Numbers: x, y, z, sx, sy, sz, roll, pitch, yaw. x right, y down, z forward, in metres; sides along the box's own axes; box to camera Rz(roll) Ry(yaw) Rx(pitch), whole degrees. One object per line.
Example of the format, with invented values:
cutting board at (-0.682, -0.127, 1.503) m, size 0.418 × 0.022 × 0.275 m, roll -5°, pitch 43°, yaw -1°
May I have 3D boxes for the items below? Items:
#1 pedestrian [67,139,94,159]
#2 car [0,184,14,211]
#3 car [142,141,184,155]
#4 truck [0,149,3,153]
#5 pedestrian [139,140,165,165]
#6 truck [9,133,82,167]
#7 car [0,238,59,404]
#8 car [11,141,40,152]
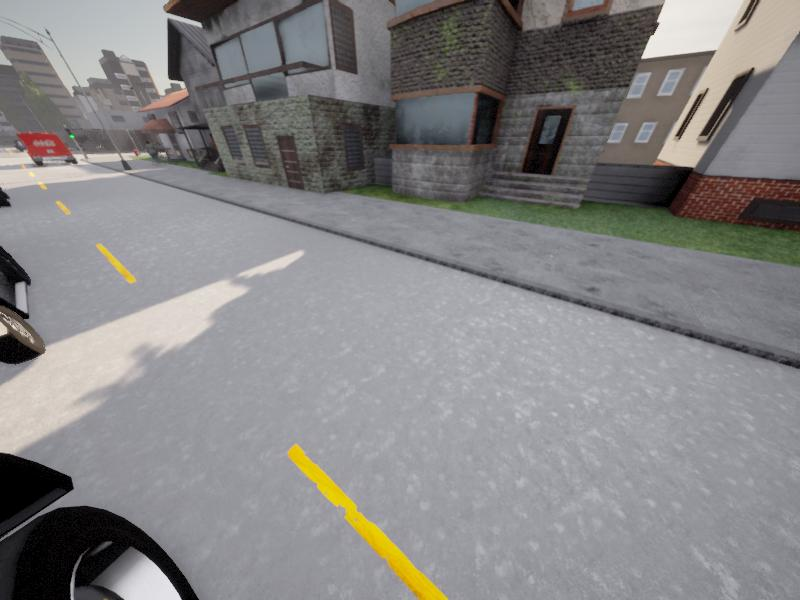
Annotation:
pedestrian at (-35.831, -16.923, 25.930) m, size 0.751 × 1.860 × 0.751 m, roll 4°, pitch 35°, yaw 5°
car at (-16.632, -4.381, 8.411) m, size 3.866 × 1.878 × 1.905 m, roll 22°, pitch 41°, yaw 28°
car at (-36.951, -23.813, 36.159) m, size 1.851 × 1.617 × 3.988 m, roll 22°, pitch 41°, yaw 28°
truck at (-66.498, -24.714, 36.830) m, size 6.274 × 2.098 × 2.390 m, roll 22°, pitch 41°, yaw 28°
pedestrian at (-22.317, -13.260, 20.804) m, size 0.751 × 1.860 × 0.751 m, roll 22°, pitch 41°, yaw 28°
truck at (-33.573, -14.312, 21.919) m, size 5.204 × 2.467 × 2.627 m, roll 22°, pitch 40°, yaw 28°
car at (-6.326, -0.158, 2.561) m, size 4.605 × 1.855 × 1.932 m, roll 21°, pitch 40°, yaw 29°
car at (-65.518, -26.894, 40.432) m, size 4.514 × 1.525 × 2.007 m, roll 22°, pitch 41°, yaw 28°
